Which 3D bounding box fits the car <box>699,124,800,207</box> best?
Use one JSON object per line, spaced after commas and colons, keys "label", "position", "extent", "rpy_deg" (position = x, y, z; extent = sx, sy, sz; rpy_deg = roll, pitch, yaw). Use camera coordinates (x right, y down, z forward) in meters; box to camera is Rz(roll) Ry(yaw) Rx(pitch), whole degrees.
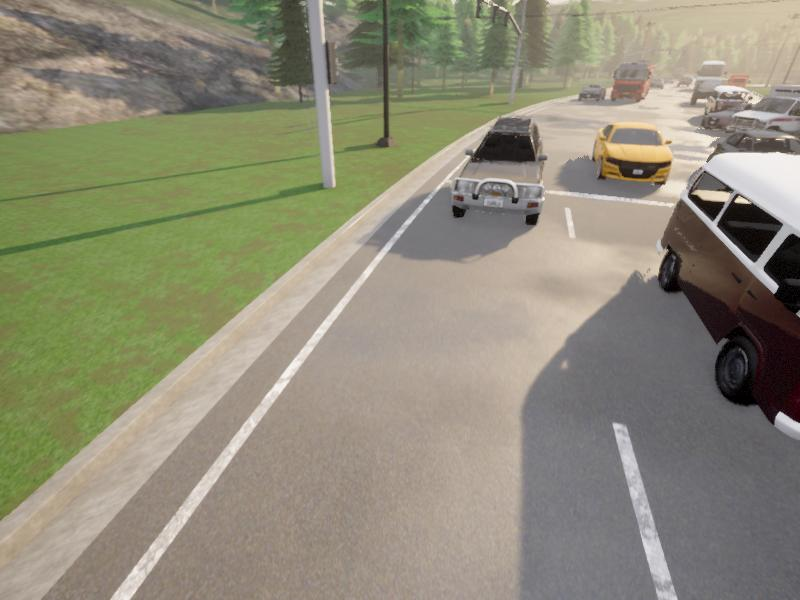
{"label": "car", "position": [10.683, -4.084, 11.751], "extent": [1.816, 1.474, 4.193], "rpy_deg": [11, 32, 16]}

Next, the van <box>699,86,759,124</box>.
{"label": "van", "position": [22.404, -13.472, 27.475], "extent": [2.069, 2.038, 4.480], "rpy_deg": [15, 33, 23]}

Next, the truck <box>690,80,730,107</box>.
{"label": "truck", "position": [30.694, -20.605, 39.777], "extent": [2.390, 2.098, 6.274], "rpy_deg": [18, 35, 28]}

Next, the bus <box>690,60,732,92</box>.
{"label": "bus", "position": [51.225, -36.996, 66.077], "extent": [3.944, 4.253, 10.273], "rpy_deg": [19, 35, 28]}

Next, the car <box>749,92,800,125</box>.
{"label": "car", "position": [26.432, -13.378, 27.759], "extent": [2.242, 1.667, 4.611], "rpy_deg": [16, 34, 24]}

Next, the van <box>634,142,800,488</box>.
{"label": "van", "position": [4.580, -0.296, 4.582], "extent": [2.069, 2.038, 4.480], "rpy_deg": [9, 32, 14]}

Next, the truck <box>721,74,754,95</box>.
{"label": "truck", "position": [48.411, -30.994, 57.529], "extent": [2.627, 2.467, 5.204], "rpy_deg": [19, 35, 28]}

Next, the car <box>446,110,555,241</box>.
{"label": "car", "position": [2.627, -3.359, 9.933], "extent": [1.932, 1.855, 4.605], "rpy_deg": [9, 34, 15]}

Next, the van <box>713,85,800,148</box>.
{"label": "van", "position": [19.049, -8.760, 18.968], "extent": [6.366, 2.431, 2.351], "rpy_deg": [-5, 31, -10]}

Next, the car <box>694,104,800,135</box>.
{"label": "car", "position": [19.332, -10.131, 22.367], "extent": [4.181, 1.385, 1.994], "rpy_deg": [-4, 31, -7]}

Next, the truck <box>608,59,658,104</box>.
{"label": "truck", "position": [25.303, -23.682, 43.226], "extent": [2.891, 3.827, 8.468], "rpy_deg": [19, 35, 28]}

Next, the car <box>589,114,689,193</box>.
{"label": "car", "position": [7.622, -5.065, 13.308], "extent": [1.882, 1.535, 5.008], "rpy_deg": [11, 32, 17]}

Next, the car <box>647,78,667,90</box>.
{"label": "car", "position": [43.942, -36.884, 68.349], "extent": [2.152, 1.651, 5.027], "rpy_deg": [19, 35, 28]}

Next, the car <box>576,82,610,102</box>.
{"label": "car", "position": [21.224, -22.829, 43.871], "extent": [2.152, 1.651, 5.027], "rpy_deg": [18, 35, 28]}
